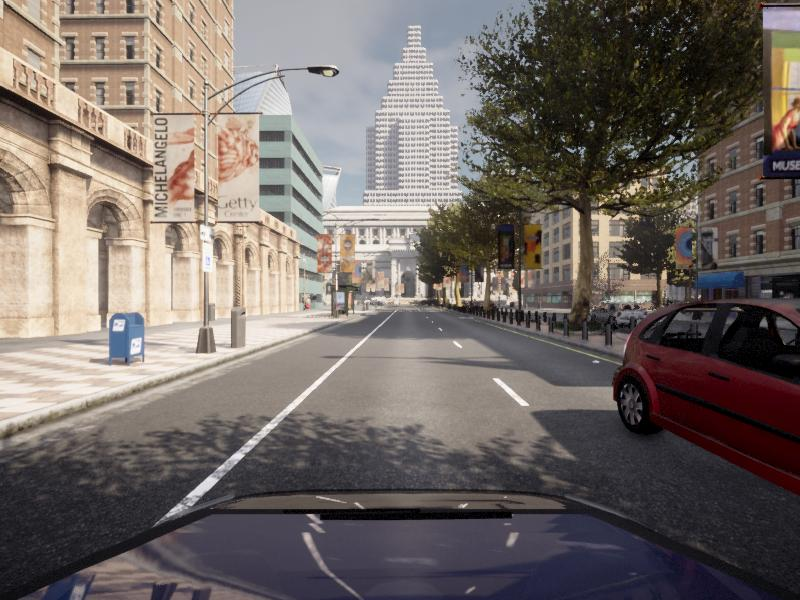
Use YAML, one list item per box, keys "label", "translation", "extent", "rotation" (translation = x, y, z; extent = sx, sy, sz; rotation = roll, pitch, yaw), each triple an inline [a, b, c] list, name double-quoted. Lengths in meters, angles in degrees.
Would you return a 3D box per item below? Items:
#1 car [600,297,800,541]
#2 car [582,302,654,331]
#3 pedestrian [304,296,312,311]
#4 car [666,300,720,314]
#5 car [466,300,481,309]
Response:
- label: "car"
  translation: [3.587, 0.788, 3.390]
  extent: [1.851, 1.617, 3.988]
  rotation: [0, 0, 1]
- label: "car"
  translation: [11.962, 0.853, 22.252]
  extent: [1.970, 1.475, 3.806]
  rotation: [0, 0, 1]
- label: "pedestrian"
  translation: [-11.509, 0.485, 50.092]
  extent: [0.751, 1.860, 0.751]
  rotation: [0, 0, 0]
- label: "car"
  translation: [34.731, 0.826, 47.556]
  extent: [4.974, 1.542, 2.038]
  rotation: [0, 0, -1]
- label: "car"
  translation: [12.915, 0.823, 70.753]
  extent: [1.882, 1.535, 5.008]
  rotation: [0, 0, 1]
